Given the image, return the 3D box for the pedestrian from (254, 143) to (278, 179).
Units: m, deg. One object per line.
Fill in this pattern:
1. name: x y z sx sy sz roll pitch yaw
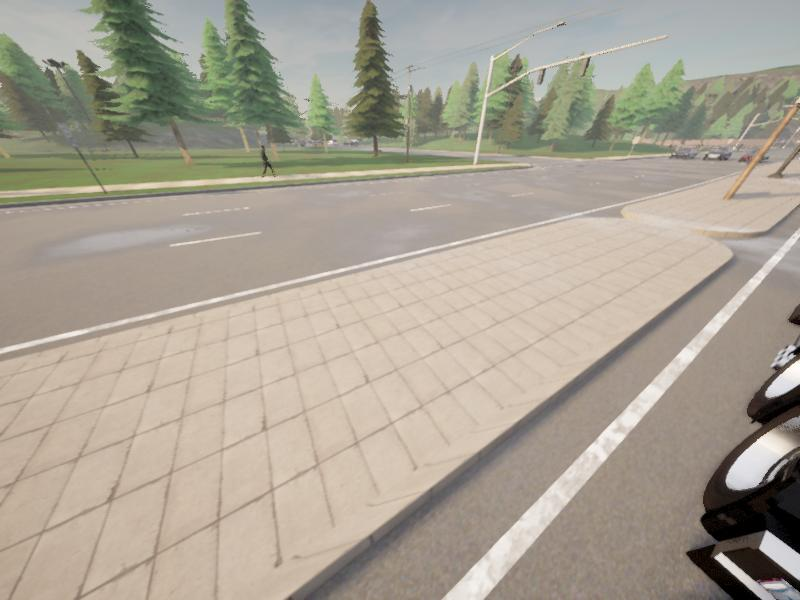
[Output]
1. pedestrian: -8.386 -8.682 14.471 0.751 1.860 0.751 -17 38 -23

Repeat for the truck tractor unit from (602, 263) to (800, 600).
1. truck tractor unit: 5.113 -0.296 0.792 6.516 4.208 3.053 -18 39 -24

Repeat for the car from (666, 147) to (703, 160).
1. car: 43.651 -22.541 35.405 4.974 1.542 2.038 -18 39 -25

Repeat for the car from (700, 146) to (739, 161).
1. car: 45.865 -21.015 33.145 4.856 1.649 2.033 -19 39 -25

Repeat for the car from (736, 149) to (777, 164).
1. car: 46.623 -18.819 30.223 4.181 1.385 1.994 -18 39 -25
